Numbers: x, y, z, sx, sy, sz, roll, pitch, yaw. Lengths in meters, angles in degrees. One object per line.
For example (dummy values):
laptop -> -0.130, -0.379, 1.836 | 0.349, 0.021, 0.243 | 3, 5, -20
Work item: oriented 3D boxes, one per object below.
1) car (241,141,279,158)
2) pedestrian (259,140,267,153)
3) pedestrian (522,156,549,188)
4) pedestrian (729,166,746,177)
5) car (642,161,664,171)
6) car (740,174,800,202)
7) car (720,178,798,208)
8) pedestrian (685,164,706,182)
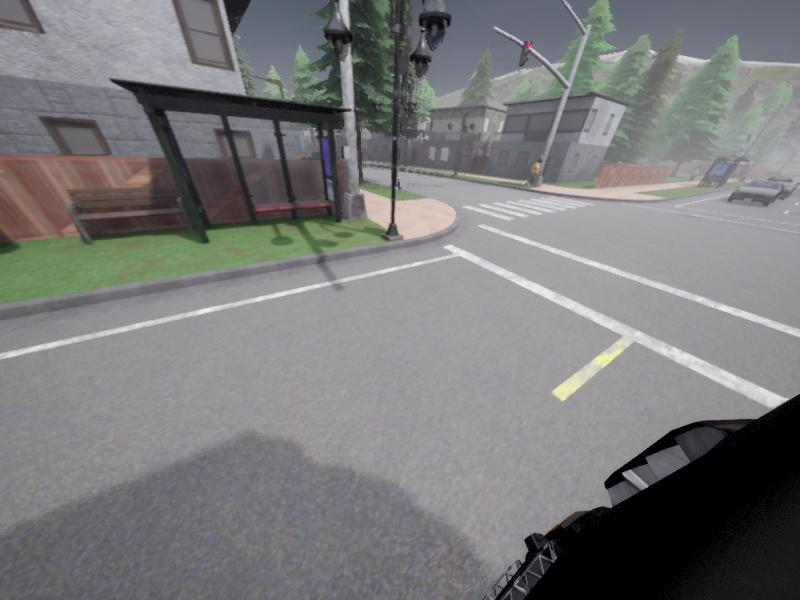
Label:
car -> -20.247, -21.800, 33.447 | 4.605, 1.855, 1.932 | 18, 36, 21
pedestrian -> -23.989, -26.892, 40.523 | 0.751, 1.860, 0.751 | -10, 36, -19
pedestrian -> 9.320, -8.820, 15.980 | 0.751, 1.860, 0.751 | -10, 36, -19
pedestrian -> 64.983, -24.736, 44.494 | 0.751, 1.860, 0.751 | 13, 35, 15
car -> 61.084, -32.391, 55.762 | 4.605, 1.855, 1.932 | -17, 39, -28
car -> 31.293, -9.479, 19.319 | 5.027, 1.651, 2.152 | -17, 38, -27
car -> 25.065, -7.546, 16.108 | 5.357, 1.411, 2.033 | -16, 38, -27
pedestrian -> 35.906, -15.399, 28.080 | 0.751, 1.860, 0.751 | -20, 40, -30
